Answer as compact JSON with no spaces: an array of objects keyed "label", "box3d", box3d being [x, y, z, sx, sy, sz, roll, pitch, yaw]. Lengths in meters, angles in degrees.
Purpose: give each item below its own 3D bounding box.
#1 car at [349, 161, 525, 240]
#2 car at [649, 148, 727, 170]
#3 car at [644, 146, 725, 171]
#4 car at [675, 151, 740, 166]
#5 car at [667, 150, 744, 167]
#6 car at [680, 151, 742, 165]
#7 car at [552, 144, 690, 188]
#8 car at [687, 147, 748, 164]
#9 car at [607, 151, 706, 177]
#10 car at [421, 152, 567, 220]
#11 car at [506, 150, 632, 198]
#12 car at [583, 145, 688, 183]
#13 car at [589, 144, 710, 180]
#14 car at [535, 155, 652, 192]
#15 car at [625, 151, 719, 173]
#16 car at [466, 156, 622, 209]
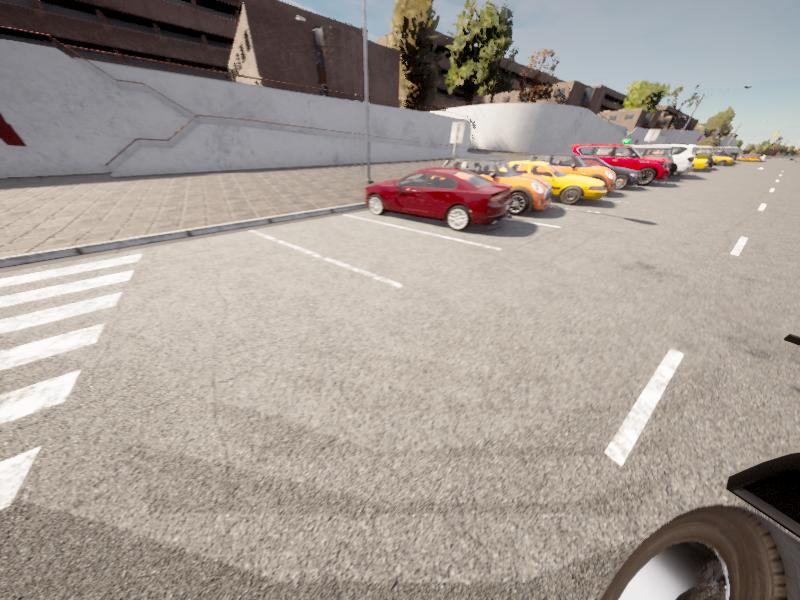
[{"label":"car","box3d":[0.982,-3.526,7.609,5.008,1.535,2.097,21,40,29]},{"label":"car","box3d":[30.236,-15.054,24.548,4.553,1.767,2.185,22,39,28]},{"label":"car","box3d":[27.917,-14.155,22.997,4.442,1.987,1.878,22,39,28]},{"label":"car","box3d":[40.023,-18.649,30.335,4.674,1.452,2.002,22,39,28]},{"label":"car","box3d":[37.736,-17.689,28.795,5.366,1.575,1.946,22,39,28]},{"label":"car","box3d":[42.464,-19.579,31.755,4.674,1.452,2.002,22,39,28]},{"label":"car","box3d":[13.204,-8.558,14.488,5.566,2.045,2.435,21,39,28]},{"label":"car","box3d":[45.005,-20.702,32.985,4.442,1.987,1.878,22,39,28]},{"label":"car","box3d":[20.494,-11.197,18.899,5.008,1.535,2.097,22,39,28]},{"label":"car","box3d":[3.392,-4.620,8.959,4.553,1.767,2.185,21,40,29]},{"label":"car","box3d":[8.272,-6.554,11.764,4.553,1.767,2.185,21,40,29]},{"label":"car","box3d":[15.712,-9.458,15.874,4.442,1.987,1.878,21,39,28]},{"label":"car","box3d":[18.032,-10.470,17.342,5.566,2.045,2.435,22,40,28]},{"label":"car","box3d":[10.734,-7.369,13.251,4.674,1.452,2.002,21,39,28]},{"label":"car","box3d":[25.222,-13.128,21.830,5.366,1.575,1.946,22,39,28]},{"label":"car","box3d":[6.013,-5.422,10.327,5.366,1.575,1.946,21,40,29]}]
